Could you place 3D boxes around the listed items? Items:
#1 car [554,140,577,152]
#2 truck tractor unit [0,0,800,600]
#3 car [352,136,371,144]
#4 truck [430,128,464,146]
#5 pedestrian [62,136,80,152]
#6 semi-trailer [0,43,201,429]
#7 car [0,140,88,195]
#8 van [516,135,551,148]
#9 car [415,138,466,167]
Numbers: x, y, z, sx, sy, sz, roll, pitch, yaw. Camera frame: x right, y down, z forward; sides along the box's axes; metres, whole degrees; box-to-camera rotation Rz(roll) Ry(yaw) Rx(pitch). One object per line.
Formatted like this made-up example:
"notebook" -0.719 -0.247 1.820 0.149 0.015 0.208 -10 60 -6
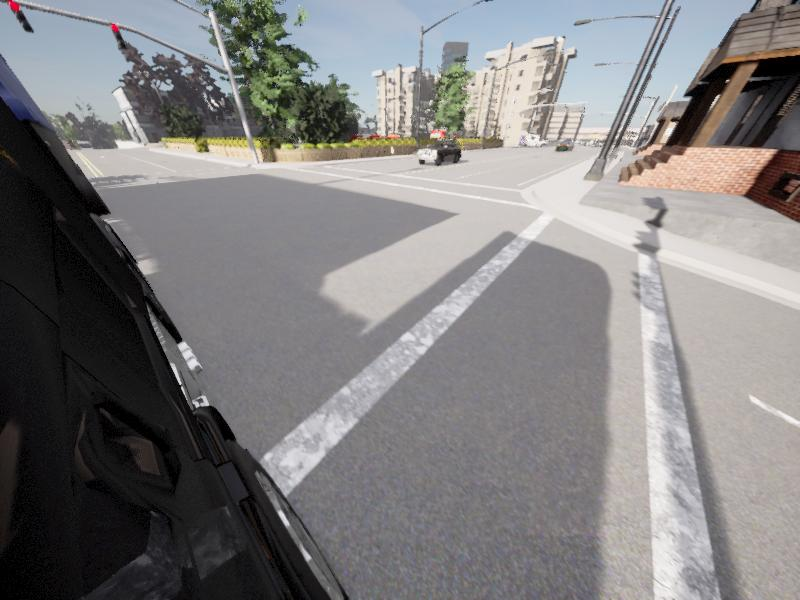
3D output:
"car" 28.201 -26.143 39.227 2.038 1.542 4.974 26 43 32
"truck tractor unit" -2.645 -0.295 0.351 6.516 4.208 3.053 28 44 30
"car" -12.460 -51.663 74.686 5.566 2.045 2.150 -28 44 -34
"truck" 12.767 -44.947 63.760 8.468 3.827 2.891 27 43 32
"pedestrian" -48.749 -23.131 34.237 0.751 1.860 0.751 30 45 35
"semi-trailer" -8.742 -3.423 4.394 14.254 4.402 2.717 26 43 31
"car" -16.647 -6.205 10.551 4.553 1.767 2.097 26 43 32
"van" 29.989 -35.917 52.280 6.366 2.431 2.351 13 37 17
"car" 3.502 -12.628 19.673 1.932 1.855 4.605 26 43 32
